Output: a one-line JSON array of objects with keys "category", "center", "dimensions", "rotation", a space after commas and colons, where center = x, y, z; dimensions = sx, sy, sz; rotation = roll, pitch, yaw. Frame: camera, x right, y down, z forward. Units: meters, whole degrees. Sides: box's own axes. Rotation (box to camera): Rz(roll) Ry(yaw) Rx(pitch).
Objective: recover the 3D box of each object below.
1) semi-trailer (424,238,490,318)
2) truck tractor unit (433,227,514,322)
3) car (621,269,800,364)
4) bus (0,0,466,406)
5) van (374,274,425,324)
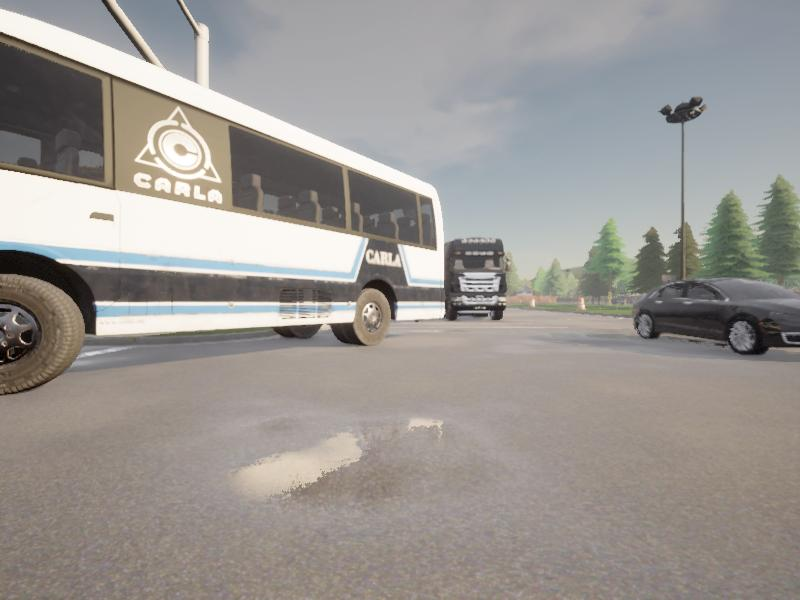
[{"category": "semi-trailer", "center": [3.548, -1.210, 29.003], "dimensions": [2.717, 4.402, 14.254], "rotation": [0, 0, 0]}, {"category": "truck tractor unit", "center": [3.564, -1.116, 21.094], "dimensions": [3.053, 4.208, 6.516], "rotation": [0, 0, 0]}, {"category": "car", "center": [7.087, 0.264, 8.708], "dimensions": [1.837, 1.490, 4.892], "rotation": [0, 0, 0]}, {"category": "bus", "center": [-2.968, -1.140, 7.710], "dimensions": [3.944, 4.253, 10.273], "rotation": [0, 0, 38]}, {"category": "van", "center": [0.015, -0.028, 18.505], "dimensions": [2.069, 2.038, 4.480], "rotation": [0, 0, 1]}]
